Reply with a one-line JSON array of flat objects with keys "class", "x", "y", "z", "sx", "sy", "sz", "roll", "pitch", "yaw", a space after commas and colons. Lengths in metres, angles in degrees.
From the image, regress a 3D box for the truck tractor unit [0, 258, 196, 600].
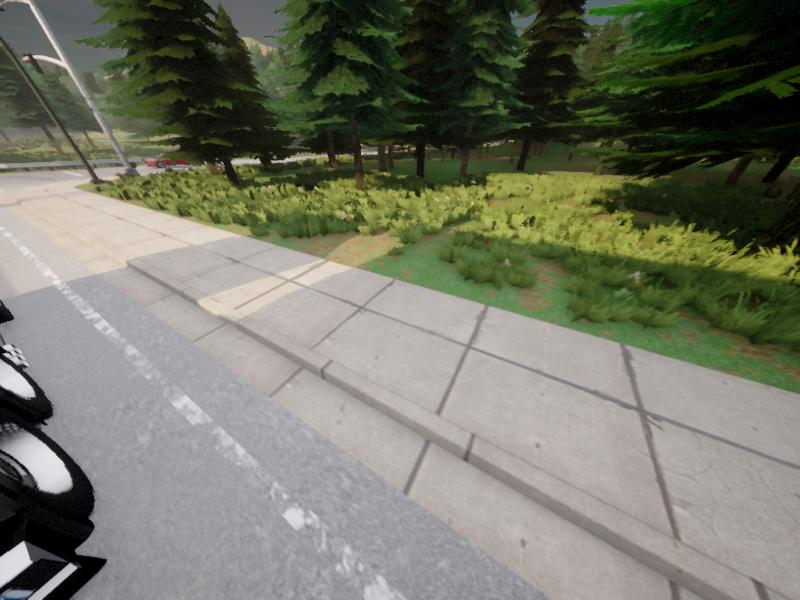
[{"class": "truck tractor unit", "x": -5.100, "y": -0.313, "z": 0.788, "sx": 6.516, "sy": 4.208, "sz": 3.053, "roll": 19, "pitch": 39, "yaw": 25}]
